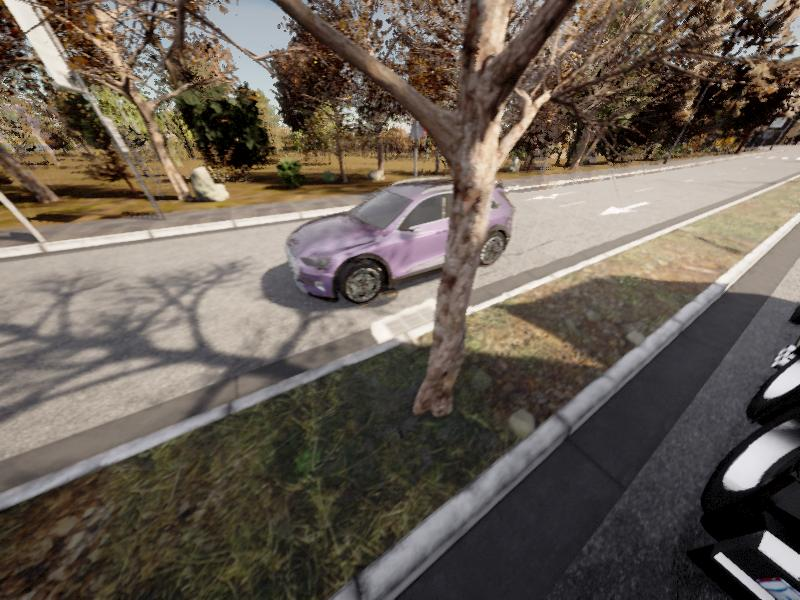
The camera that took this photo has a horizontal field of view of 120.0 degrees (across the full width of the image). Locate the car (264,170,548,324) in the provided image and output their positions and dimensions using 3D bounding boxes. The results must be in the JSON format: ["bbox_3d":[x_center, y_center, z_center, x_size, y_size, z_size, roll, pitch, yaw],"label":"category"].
[{"bbox_3d":[0.275,-1.492,4.696,4.856,1.649,2.033,-18,39,-25],"label":"car"}]

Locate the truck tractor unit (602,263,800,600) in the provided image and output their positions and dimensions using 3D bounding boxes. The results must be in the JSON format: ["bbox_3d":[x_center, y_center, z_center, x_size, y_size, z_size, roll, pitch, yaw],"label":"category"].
[{"bbox_3d":[5.110,-0.303,0.786,6.516,4.208,3.053,-18,39,-24],"label":"truck tractor unit"}]
